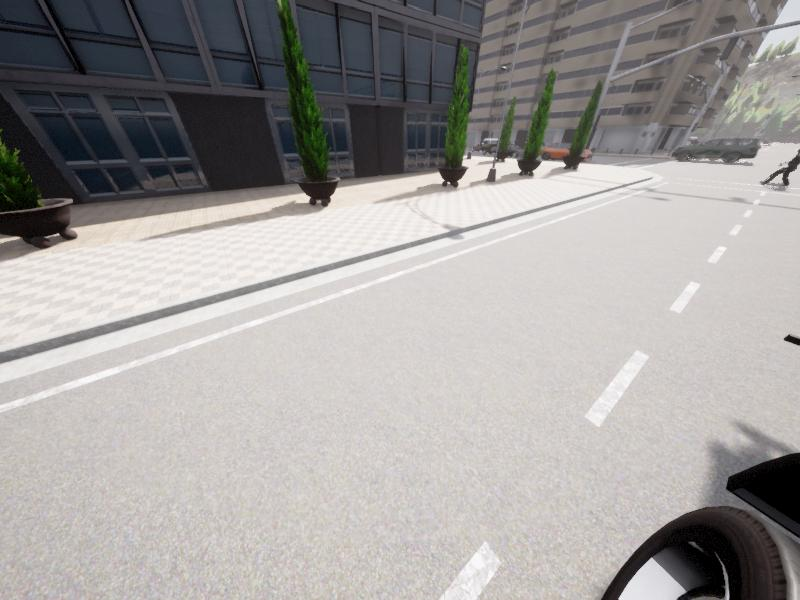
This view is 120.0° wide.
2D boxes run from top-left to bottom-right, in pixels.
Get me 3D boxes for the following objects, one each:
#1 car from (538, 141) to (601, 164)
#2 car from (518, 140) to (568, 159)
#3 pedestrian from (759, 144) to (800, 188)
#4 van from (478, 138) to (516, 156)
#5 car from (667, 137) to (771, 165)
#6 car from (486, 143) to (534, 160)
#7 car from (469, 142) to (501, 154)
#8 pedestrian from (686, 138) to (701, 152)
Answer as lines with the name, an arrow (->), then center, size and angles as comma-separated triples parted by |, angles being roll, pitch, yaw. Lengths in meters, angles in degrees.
car -> 17.503, -15.464, 24.094 | 2.097, 1.767, 4.553 | -21, 40, -27
car -> 17.730, -18.881, 28.869 | 1.932, 1.855, 4.605 | -22, 40, -28
pedestrian -> 19.747, -6.784, 11.732 | 0.751, 1.860, 0.751 | -21, 40, -27
van -> 13.881, -22.155, 33.404 | 2.069, 2.038, 4.480 | -22, 40, -28
car -> 31.182, -14.850, 22.908 | 2.150, 2.045, 5.566 | -22, 40, -28
car -> 13.576, -18.638, 28.873 | 2.128, 1.511, 4.902 | -22, 40, -27
car -> 14.018, -25.351, 38.458 | 1.812, 1.442, 4.674 | -22, 40, -27
pedestrian -> 47.548, -25.180, 37.407 | 0.751, 1.860, 0.751 | -29, 44, -34
